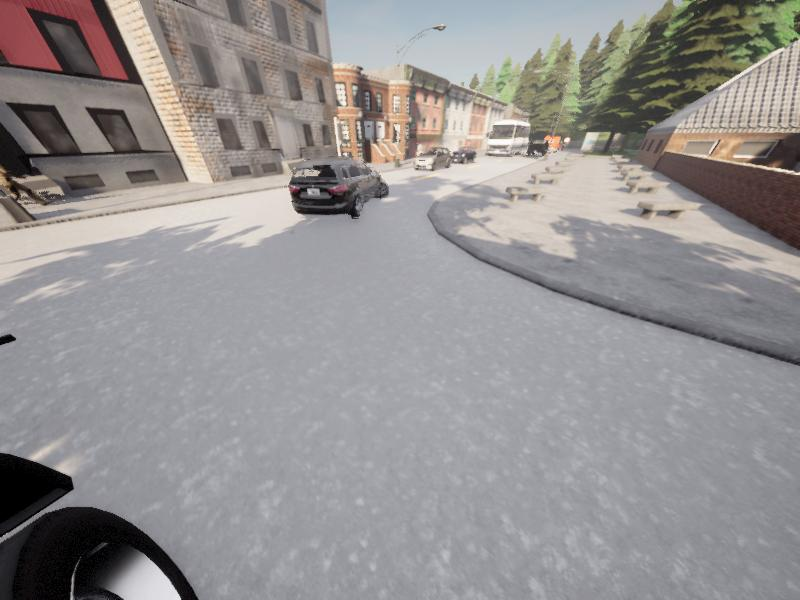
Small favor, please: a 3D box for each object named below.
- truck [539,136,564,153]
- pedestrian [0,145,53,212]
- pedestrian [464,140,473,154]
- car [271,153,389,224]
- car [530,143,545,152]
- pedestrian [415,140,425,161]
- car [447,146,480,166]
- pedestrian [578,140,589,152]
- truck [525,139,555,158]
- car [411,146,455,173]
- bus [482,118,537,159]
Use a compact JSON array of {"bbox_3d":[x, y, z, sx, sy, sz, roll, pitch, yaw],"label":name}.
[{"bbox_3d":[27.650,-28.254,42.059,2.627,2.467,5.204,22,39,28],"label":"truck"},{"bbox_3d":[-13.067,-4.048,7.721,0.751,1.860,0.751,19,39,25],"label":"pedestrian"},{"bbox_3d":[11.324,-25.402,38.313,0.751,1.860,0.751,-18,39,-24],"label":"pedestrian"},{"bbox_3d":[-2.125,-4.464,8.782,2.242,1.667,4.611,6,35,11],"label":"car"},{"bbox_3d":[30.811,-34.177,51.717,1.801,1.575,5.366,23,41,28],"label":"car"},{"bbox_3d":[2.235,-16.721,25.831,0.751,1.860,0.751,28,43,33],"label":"pedestrian"},{"bbox_3d":[6.533,-14.882,23.761,1.845,1.501,3.633,22,41,28],"label":"car"},{"bbox_3d":[34.040,-28.519,42.828,0.751,1.860,0.751,-12,37,-17],"label":"pedestrian"},{"bbox_3d":[20.846,-22.633,34.384,2.390,2.098,6.274,23,41,28],"label":"truck"},{"bbox_3d":[2.829,-11.944,19.497,1.851,1.617,3.988,22,41,28],"label":"car"},{"bbox_3d":[16.168,-23.597,33.847,3.944,4.253,10.273,23,41,28],"label":"bus"}]
